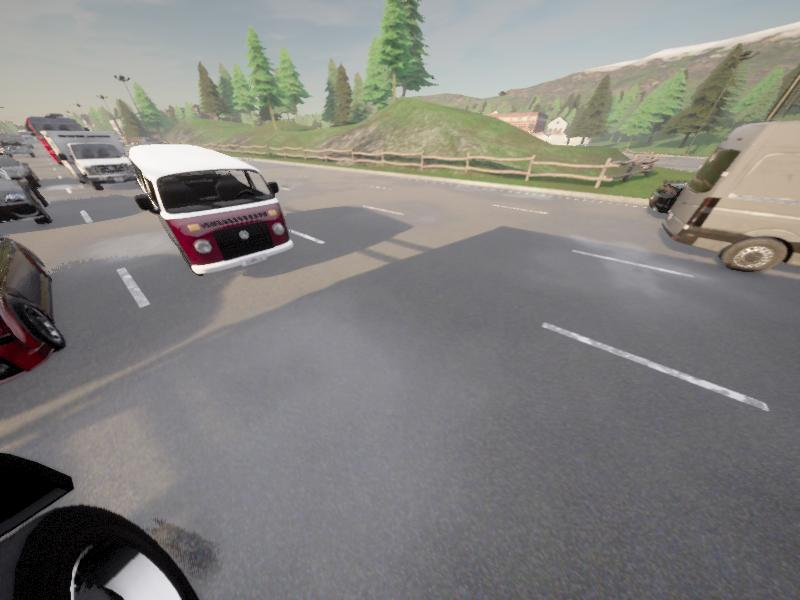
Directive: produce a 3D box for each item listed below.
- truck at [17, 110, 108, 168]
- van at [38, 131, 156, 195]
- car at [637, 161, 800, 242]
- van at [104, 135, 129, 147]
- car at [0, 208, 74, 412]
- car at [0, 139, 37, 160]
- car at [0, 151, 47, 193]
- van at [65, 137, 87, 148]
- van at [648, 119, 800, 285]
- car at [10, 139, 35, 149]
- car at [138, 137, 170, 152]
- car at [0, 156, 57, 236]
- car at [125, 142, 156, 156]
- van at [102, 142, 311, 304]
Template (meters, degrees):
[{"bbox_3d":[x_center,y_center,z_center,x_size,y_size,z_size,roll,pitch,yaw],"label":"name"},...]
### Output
[{"bbox_3d":[-31.628,-15.066,21.716,8.468,3.827,2.891,24,42,30],"label":"truck"},{"bbox_3d":[-16.354,-7.595,12.462,6.366,2.431,2.351,24,41,29],"label":"van"},{"bbox_3d":[10.934,-2.892,6.738,5.238,1.638,1.930,22,40,27],"label":"car"},{"bbox_3d":[-70.527,-39.557,57.386,6.366,2.431,2.351,24,41,30],"label":"van"},{"bbox_3d":[-5.974,0.037,2.650,4.181,1.385,1.994,25,42,30],"label":"car"},{"bbox_3d":[-45.363,-17.890,27.282,4.605,1.855,1.932,25,42,29],"label":"car"},{"bbox_3d":[-20.650,-6.645,11.885,4.792,1.488,2.163,24,41,30],"label":"car"},{"bbox_3d":[-70.610,-34.331,50.334,4.442,1.987,1.775,24,41,30],"label":"van"},{"bbox_3d":[9.049,-1.485,3.932,5.915,2.561,1.988,23,41,28],"label":"van"},{"bbox_3d":[-75.782,-31.405,46.459,4.974,1.542,2.038,24,41,30],"label":"car"},{"bbox_3d":[-42.625,-26.888,39.987,5.566,2.045,2.150,24,41,30],"label":"car"},{"bbox_3d":[-12.971,-3.262,7.026,5.027,1.651,2.152,24,41,30],"label":"car"},{"bbox_3d":[-37.183,-21.676,33.114,3.806,1.475,1.970,24,41,30],"label":"car"},{"bbox_3d":[-4.293,-2.141,5.131,4.480,2.038,2.069,31,45,33],"label":"van"}]
